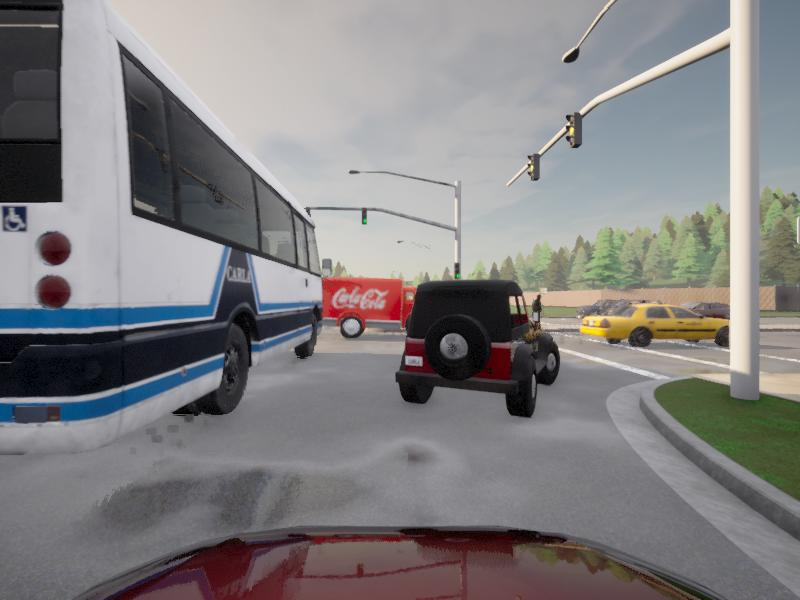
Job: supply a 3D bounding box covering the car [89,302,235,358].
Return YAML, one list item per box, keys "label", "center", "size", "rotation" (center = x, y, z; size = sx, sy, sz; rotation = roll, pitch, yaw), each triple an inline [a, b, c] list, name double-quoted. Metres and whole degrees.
- label: "car"
  center: [-7.539, 0.837, 13.437]
  size: [2.128, 1.511, 4.902]
  rotation: [0, 0, -2]

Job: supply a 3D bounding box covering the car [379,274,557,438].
- label: "car"
  center: [1.434, 0.646, 6.742]
  size: [1.905, 1.878, 3.866]
  rotation: [0, 0, 27]

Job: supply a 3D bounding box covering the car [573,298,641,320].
- label: "car"
  center: [16.841, 0.694, 32.714]
  size: [4.553, 1.767, 2.097]
  rotation: [0, 0, -1]

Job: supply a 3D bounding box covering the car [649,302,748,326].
- label: "car"
  center: [19.094, 0.851, 25.760]
  size: [4.792, 1.488, 2.163]
  rotation: [0, 0, -1]

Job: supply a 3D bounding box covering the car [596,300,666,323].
- label: "car"
  center: [16.794, 0.788, 29.216]
  size: [3.988, 1.617, 1.851]
  rotation: [0, 0, -1]

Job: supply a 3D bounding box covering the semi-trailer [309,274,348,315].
- label: "semi-trailer"
  center: [-8.689, -0.621, 50.424]
  size: [2.717, 4.402, 14.254]
  rotation: [0, 0, -2]

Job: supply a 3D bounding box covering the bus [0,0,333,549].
- label: "bus"
  center: [-3.978, -0.533, 7.666]
  size: [3.944, 4.253, 10.273]
  rotation: [0, 0, -2]

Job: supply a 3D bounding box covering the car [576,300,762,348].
- label: "car"
  center: [9.246, 0.801, 14.052]
  size: [5.366, 1.575, 1.801]
  rotation: [0, 0, -1]

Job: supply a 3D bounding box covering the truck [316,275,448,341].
- label: "truck"
  center: [-0.750, 0.326, 17.349]
  size: [5.204, 2.467, 2.627]
  rotation: [2, 0, -1]

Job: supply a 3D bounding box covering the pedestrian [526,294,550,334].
- label: "pedestrian"
  center: [6.515, 0.637, 18.944]
  size: [0.751, 1.860, 0.751]
  rotation: [0, 0, -27]
